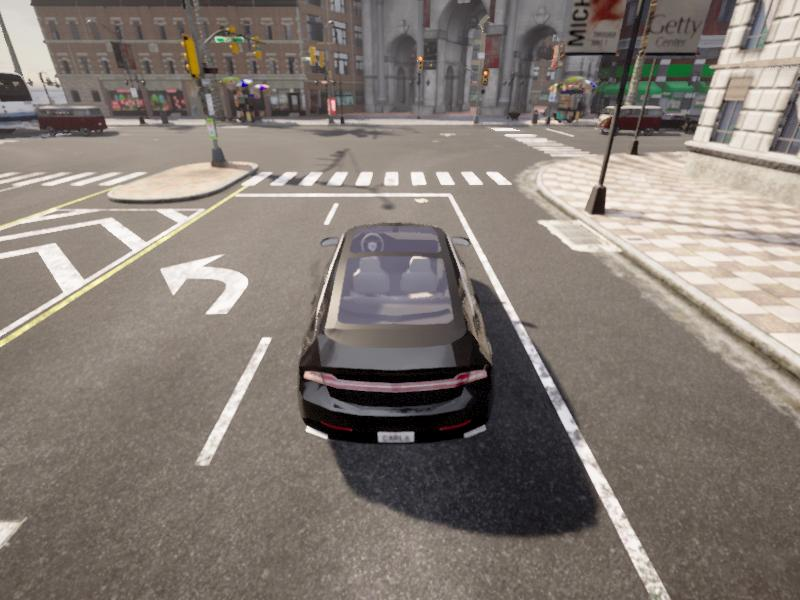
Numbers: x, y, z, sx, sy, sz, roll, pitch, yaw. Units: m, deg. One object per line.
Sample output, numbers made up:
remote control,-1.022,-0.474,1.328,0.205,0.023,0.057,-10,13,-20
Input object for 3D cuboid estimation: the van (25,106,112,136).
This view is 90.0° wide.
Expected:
van,-24.946,-13.581,30.263,4.442,1.987,1.775,0,28,0

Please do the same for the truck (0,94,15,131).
truck,-38.044,-16.007,32.923,8.468,3.827,2.891,0,28,0

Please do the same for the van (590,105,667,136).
van,17.213,-13.618,30.319,4.442,1.987,1.775,0,28,0

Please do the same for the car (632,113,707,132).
car,22.494,-14.935,33.580,4.718,1.301,1.895,0,28,1

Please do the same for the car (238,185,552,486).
car,-0.057,-0.225,5.235,2.128,1.511,4.902,0,28,-1

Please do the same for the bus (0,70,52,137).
bus,-33.300,-14.520,29.617,10.273,4.253,3.944,0,28,0

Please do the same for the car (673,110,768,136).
car,24.192,-13.463,30.393,5.238,1.638,1.930,0,28,0
